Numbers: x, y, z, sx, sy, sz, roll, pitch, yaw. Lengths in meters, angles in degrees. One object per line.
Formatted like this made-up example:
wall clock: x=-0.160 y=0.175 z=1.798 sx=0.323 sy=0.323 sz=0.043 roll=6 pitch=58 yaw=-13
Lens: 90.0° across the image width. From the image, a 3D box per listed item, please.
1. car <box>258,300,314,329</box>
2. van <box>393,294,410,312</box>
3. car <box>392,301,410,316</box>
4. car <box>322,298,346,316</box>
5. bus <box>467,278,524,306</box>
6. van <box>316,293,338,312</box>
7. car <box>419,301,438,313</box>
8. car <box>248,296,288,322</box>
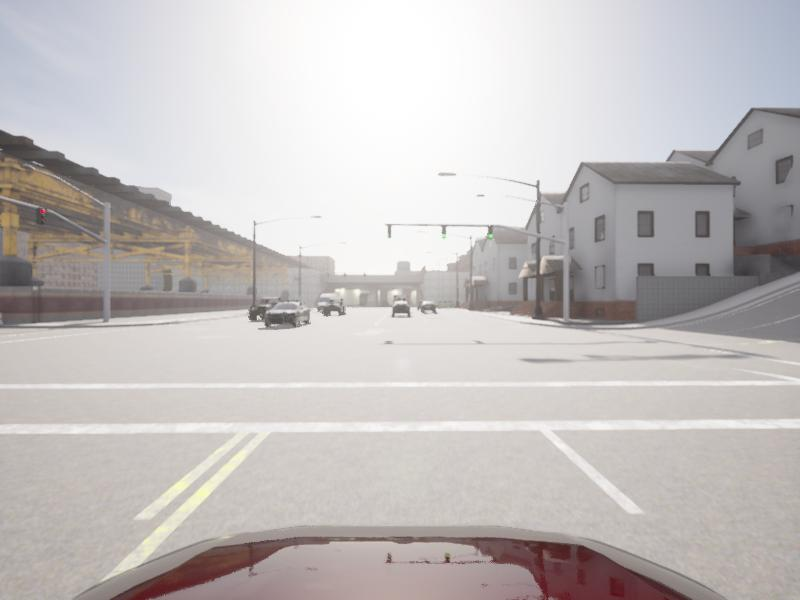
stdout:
car: x=-6.928 y=0.800 z=24.930 sx=1.930 sy=1.638 sz=5.238 roll=0 pitch=0 yaw=0
van: x=0.200 y=0.443 z=57.223 sx=2.351 sy=2.431 sz=6.366 roll=0 pitch=0 yaw=0
car: x=0.121 y=0.892 z=42.085 sx=1.837 sy=1.490 sz=4.892 roll=0 pitch=0 yaw=0
car: x=-6.882 y=0.694 z=42.096 sx=1.905 sy=1.878 sz=3.866 roll=0 pitch=0 yaw=0
bus: x=19.615 y=-1.582 z=82.603 sx=10.273 sy=4.253 sz=3.944 roll=-9 pitch=0 yaw=0
van: x=-10.344 y=0.387 z=57.110 sx=1.988 sy=2.561 sz=5.915 roll=0 pitch=0 yaw=0
car: x=3.638 y=0.894 z=52.287 sx=2.128 sy=1.511 sz=4.902 roll=0 pitch=0 yaw=0
car: x=-10.412 y=0.683 z=31.798 sx=1.905 sy=1.878 sz=3.866 roll=0 pitch=0 yaw=0
